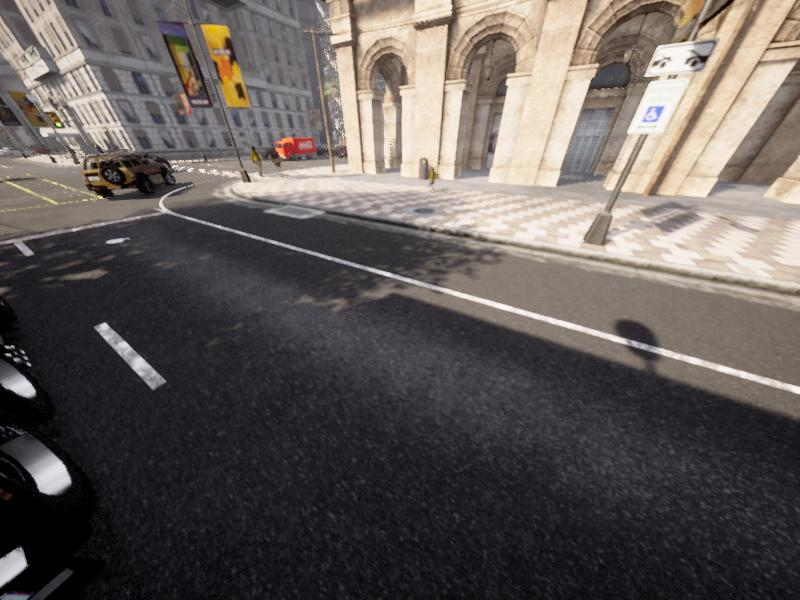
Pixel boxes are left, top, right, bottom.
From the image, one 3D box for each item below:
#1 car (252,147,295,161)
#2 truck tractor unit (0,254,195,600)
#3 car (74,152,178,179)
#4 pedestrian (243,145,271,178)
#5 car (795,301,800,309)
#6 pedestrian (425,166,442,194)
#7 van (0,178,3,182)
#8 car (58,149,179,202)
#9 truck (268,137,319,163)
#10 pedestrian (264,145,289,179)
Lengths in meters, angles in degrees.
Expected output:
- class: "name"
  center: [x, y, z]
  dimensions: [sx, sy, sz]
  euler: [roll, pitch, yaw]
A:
- class: "car"
  center: [-17.367, -20.348, 32.072]
  dimensions: [1.837, 1.490, 4.892]
  euler: [18, 39, 24]
- class: "truck tractor unit"
  center: [-5.093, -0.319, 0.800]
  dimensions: [6.516, 4.208, 3.053]
  euler: [19, 39, 25]
- class: "car"
  center: [-21.351, -10.803, 18.394]
  dimensions: [1.837, 1.490, 4.892]
  euler: [10, 36, 15]
- class: "pedestrian"
  center: [-9.588, -9.324, 15.541]
  dimensions: [0.751, 1.860, 0.751]
  euler: [8, 36, 12]
- class: "car"
  center: [8.097, 0.688, 1.802]
  dimensions: [4.718, 1.301, 1.895]
  euler: [18, 39, 24]
- class: "pedestrian"
  center: [1.529, -5.546, 10.685]
  dimensions: [0.500, 1.100, 0.500]
  euler: [27, 43, 34]
- class: "van"
  center: [-29.657, -8.268, 14.394]
  dimensions: [1.775, 1.987, 4.442]
  euler: [18, 39, 24]
- class: "car"
  center: [-14.154, -6.741, 12.164]
  dimensions: [1.932, 1.855, 4.605]
  euler: [-14, 37, -17]
- class: "truck"
  center: [-14.011, -20.118, 30.813]
  dimensions: [2.627, 2.467, 5.204]
  euler: [18, 41, 24]
- class: "pedestrian"
  center: [-8.086, -9.079, 15.176]
  dimensions: [0.751, 1.860, 0.751]
  euler: [25, 42, 32]
